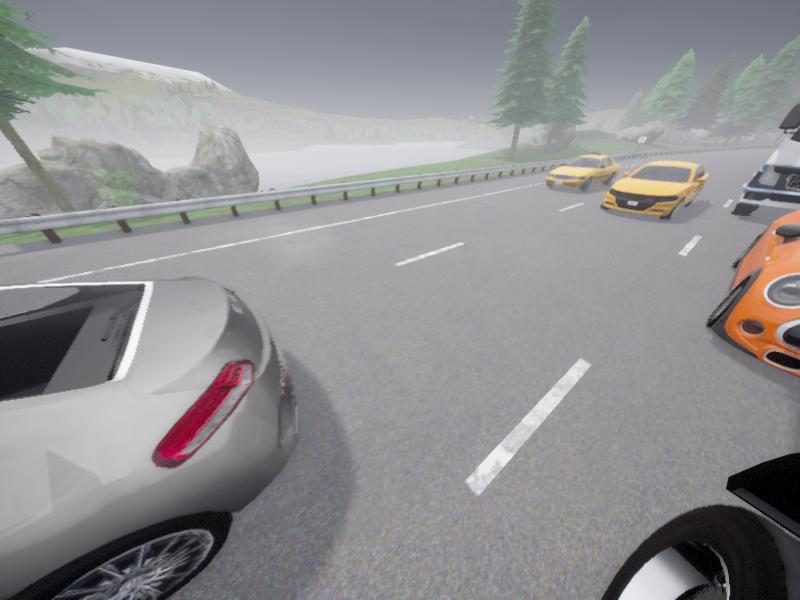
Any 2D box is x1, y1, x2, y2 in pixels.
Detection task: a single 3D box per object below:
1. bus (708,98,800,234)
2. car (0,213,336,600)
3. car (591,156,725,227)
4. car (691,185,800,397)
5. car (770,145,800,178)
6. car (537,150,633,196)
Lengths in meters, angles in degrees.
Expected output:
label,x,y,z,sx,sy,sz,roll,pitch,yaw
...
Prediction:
label,x,y,z,sx,sy,sz,roll,pitch,yaw
bus,15.288,-5.171,7.415,10.273,4.253,3.944,-23,41,-29
car,-3.186,1.152,0.896,5.027,1.651,2.152,-23,41,-29
car,9.403,-4.148,8.370,5.008,1.535,1.882,-23,41,-28
car,6.161,-0.372,2.824,4.553,1.767,2.097,-23,41,-29
car,27.276,-9.245,15.319,4.611,1.667,2.242,-22,41,-28
car,9.744,-6.805,12.097,5.366,1.575,1.801,-23,41,-29
